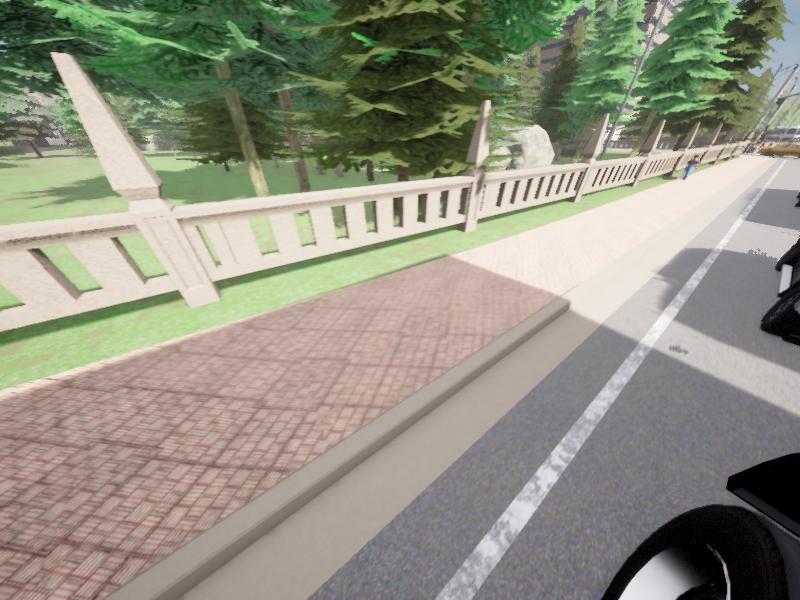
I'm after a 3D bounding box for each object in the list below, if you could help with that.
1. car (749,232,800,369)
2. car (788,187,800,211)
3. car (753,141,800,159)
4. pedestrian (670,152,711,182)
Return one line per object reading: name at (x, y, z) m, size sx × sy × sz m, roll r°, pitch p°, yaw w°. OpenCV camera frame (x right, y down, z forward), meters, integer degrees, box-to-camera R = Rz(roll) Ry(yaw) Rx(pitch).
car at (6.914, -0.454, 2.845) m, size 4.605 × 1.855 × 1.932 m, roll -23°, pitch 41°, yaw -27°
car at (16.123, -4.078, 8.193) m, size 3.633 × 1.501 × 1.845 m, roll -22°, pitch 41°, yaw -28°
car at (44.655, -16.899, 26.027) m, size 1.801 × 1.575 × 5.366 m, roll 0°, pitch 35°, yaw 2°
pedestrian at (15.597, -7.140, 12.428) m, size 0.751 × 1.300 × 0.751 m, roll -22°, pitch 41°, yaw -28°
